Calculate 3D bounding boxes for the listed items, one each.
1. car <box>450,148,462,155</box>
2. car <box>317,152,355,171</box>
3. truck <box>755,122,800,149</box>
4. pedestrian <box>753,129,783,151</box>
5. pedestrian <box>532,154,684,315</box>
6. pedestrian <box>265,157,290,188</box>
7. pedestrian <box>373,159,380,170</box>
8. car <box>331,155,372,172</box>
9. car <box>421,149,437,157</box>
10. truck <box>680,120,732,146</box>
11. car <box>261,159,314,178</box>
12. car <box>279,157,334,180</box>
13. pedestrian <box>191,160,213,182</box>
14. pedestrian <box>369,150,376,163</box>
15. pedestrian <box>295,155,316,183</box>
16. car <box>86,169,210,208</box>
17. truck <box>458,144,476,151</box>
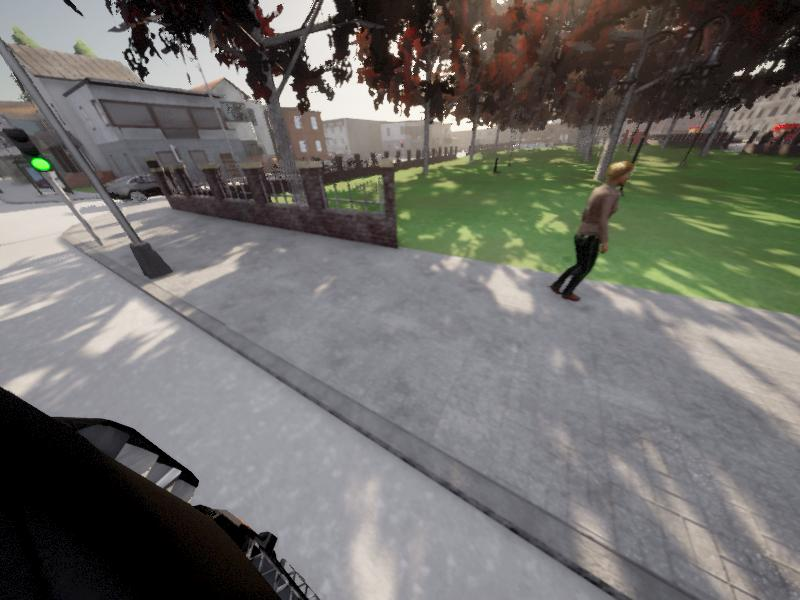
[{"bbox_3d":[15.875,-42.252,65.509,1.812,1.442,4.674,16,38,27],"label":"car"},{"bbox_3d":[-8.483,-18.751,31.221,1.932,1.855,4.605,18,39,29],"label":"car"},{"bbox_3d":[46.966,-19.611,27.610,2.627,2.467,5.204,17,36,27],"label":"truck"},{"bbox_3d":[38.974,-16.957,24.518,0.751,1.860,0.751,16,38,26],"label":"pedestrian"},{"bbox_3d":[2.484,-0.823,3.096,0.751,1.860,0.751,8,35,17],"label":"pedestrian"},{"bbox_3d":[-8.600,-8.982,16.283,0.751,1.860,0.751,18,39,29],"label":"pedestrian"},{"bbox_3d":[-2.593,-14.996,25.562,0.500,1.100,0.500,-28,41,-32],"label":"pedestrian"},{"bbox_3d":[-5.842,-16.884,28.528,2.128,1.511,4.902,15,37,25],"label":"car"},{"bbox_3d":[6.637,-33.523,52.642,1.837,1.490,4.892,16,38,27],"label":"car"},{"bbox_3d":[60.391,-33.083,45.974,2.891,3.827,8.468,16,38,26],"label":"truck"},{"bbox_3d":[-12.540,-14.998,26.217,2.128,1.511,4.902,16,38,26],"label":"car"},{"bbox_3d":[-9.399,-13.562,23.696,2.033,1.649,4.856,15,38,25],"label":"car"},{"bbox_3d":[-19.828,-12.955,23.152,0.751,1.860,0.751,16,38,26],"label":"pedestrian"},{"bbox_3d":[-4.731,-24.791,40.003,0.751,1.860,0.751,22,41,32],"label":"pedestrian"},{"bbox_3d":[-7.337,-10.168,17.971,0.751,1.860,0.751,16,38,26],"label":"pedestrian"},{"bbox_3d":[-15.919,-7.407,15.040,2.128,1.511,4.902,14,37,24],"label":"car"},{"bbox_3d":[27.007,-61.449,92.975,6.274,2.098,2.390,16,38,27],"label":"truck"}]
